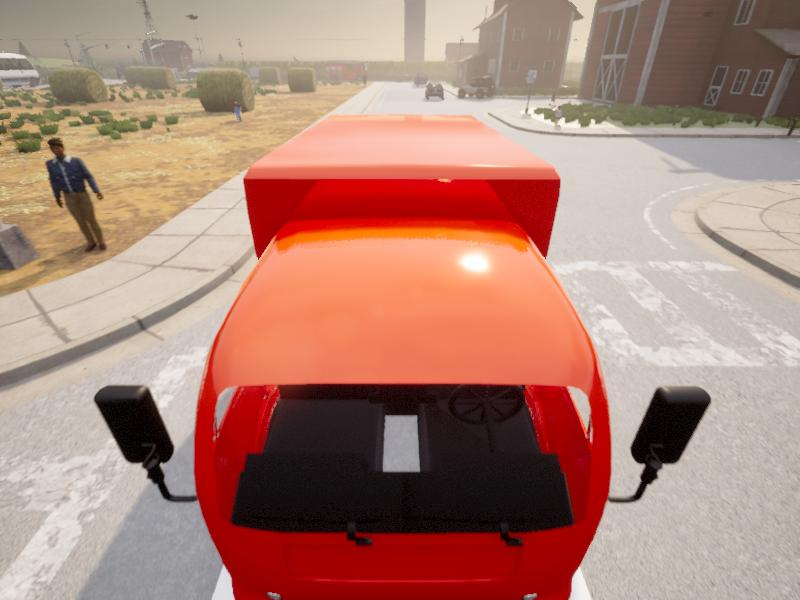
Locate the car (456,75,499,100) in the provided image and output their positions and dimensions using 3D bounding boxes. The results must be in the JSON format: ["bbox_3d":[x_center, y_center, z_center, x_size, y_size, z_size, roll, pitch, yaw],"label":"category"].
[{"bbox_3d":[7.683,-21.221,39.952,1.905,1.878,3.866,-30,40,-32],"label":"car"}]

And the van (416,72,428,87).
[{"bbox_3d":[3.530,-35.975,65.282,1.775,1.987,4.442,0,30,0],"label":"van"}]

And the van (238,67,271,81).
[{"bbox_3d":[-30.642,-47.672,84.516,5.915,2.561,1.988,1,30,1],"label":"van"}]

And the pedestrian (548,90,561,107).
[{"bbox_3d":[11.606,-15.176,30.128,0.500,1.100,0.500,-10,32,-16],"label":"pedestrian"}]

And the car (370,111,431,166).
[{"bbox_3d":[0.003,-6.244,15.220,1.994,1.385,4.181,0,30,0],"label":"car"}]

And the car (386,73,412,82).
[{"bbox_3d":[-0.173,-46.403,83.431,5.238,1.638,1.930,20,36,31],"label":"car"}]

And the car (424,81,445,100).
[{"bbox_3d":[3.509,-21.411,40.875,1.789,1.549,3.705,0,30,0],"label":"car"}]

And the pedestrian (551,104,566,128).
[{"bbox_3d":[8.327,-9.653,20.991,0.500,1.100,0.500,7,31,12],"label":"pedestrian"}]

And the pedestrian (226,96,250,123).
[{"bbox_3d":[-9.122,-10.728,22.542,0.751,1.300,0.751,4,31,7],"label":"pedestrian"}]

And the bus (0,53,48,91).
[{"bbox_3d":[-54.160,-30.591,53.584,3.944,4.253,10.273,2,30,3],"label":"bus"}]

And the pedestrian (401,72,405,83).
[{"bbox_3d":[0.607,-42.856,77.077,0.751,1.860,0.751,-3,31,-5],"label":"pedestrian"}]

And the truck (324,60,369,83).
[{"bbox_3d":[-10.765,-46.234,80.934,8.468,3.827,2.891,1,30,1],"label":"truck"}]

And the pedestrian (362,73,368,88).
[{"bbox_3d":[-5.054,-31.979,58.213,0.751,1.860,0.751,3,31,4],"label":"pedestrian"}]

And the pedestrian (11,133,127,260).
[{"bbox_3d":[-5.379,-1.714,6.656,0.751,1.860,0.751,-10,32,-16],"label":"pedestrian"}]

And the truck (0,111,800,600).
[{"bbox_3d":[0.007,-0.182,3.820,2.627,2.467,5.204,0,31,0],"label":"truck"}]
